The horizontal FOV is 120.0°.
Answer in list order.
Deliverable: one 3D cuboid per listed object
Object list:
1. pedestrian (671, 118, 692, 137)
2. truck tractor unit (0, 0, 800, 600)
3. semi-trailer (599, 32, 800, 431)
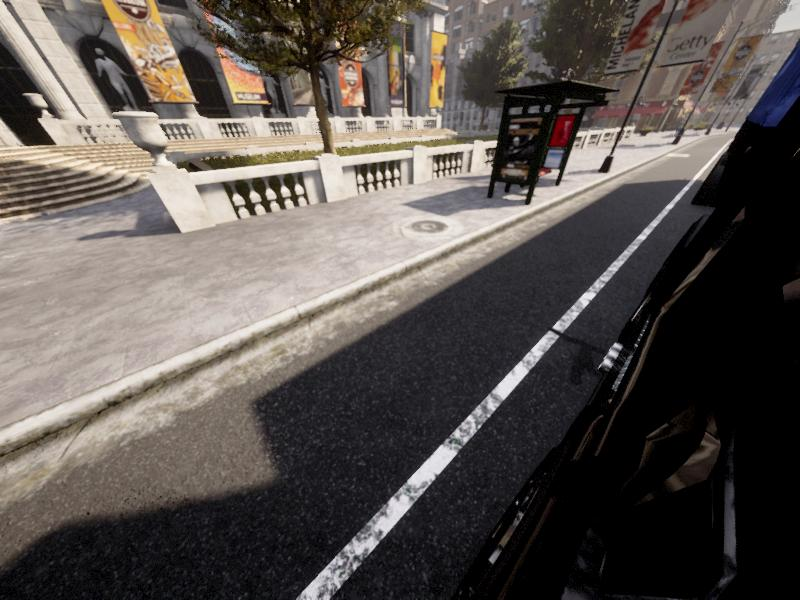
[{"bbox_3d":[34.769,-21.323,28.592,0.751,1.860,0.751,-21,40,-23],"label":"pedestrian"},{"bbox_3d":[2.645,-0.295,0.352,6.516,4.208,3.053,-28,44,-30],"label":"truck tractor unit"},{"bbox_3d":[8.649,-3.619,4.303,14.254,4.402,2.717,-29,44,-31],"label":"semi-trailer"}]
